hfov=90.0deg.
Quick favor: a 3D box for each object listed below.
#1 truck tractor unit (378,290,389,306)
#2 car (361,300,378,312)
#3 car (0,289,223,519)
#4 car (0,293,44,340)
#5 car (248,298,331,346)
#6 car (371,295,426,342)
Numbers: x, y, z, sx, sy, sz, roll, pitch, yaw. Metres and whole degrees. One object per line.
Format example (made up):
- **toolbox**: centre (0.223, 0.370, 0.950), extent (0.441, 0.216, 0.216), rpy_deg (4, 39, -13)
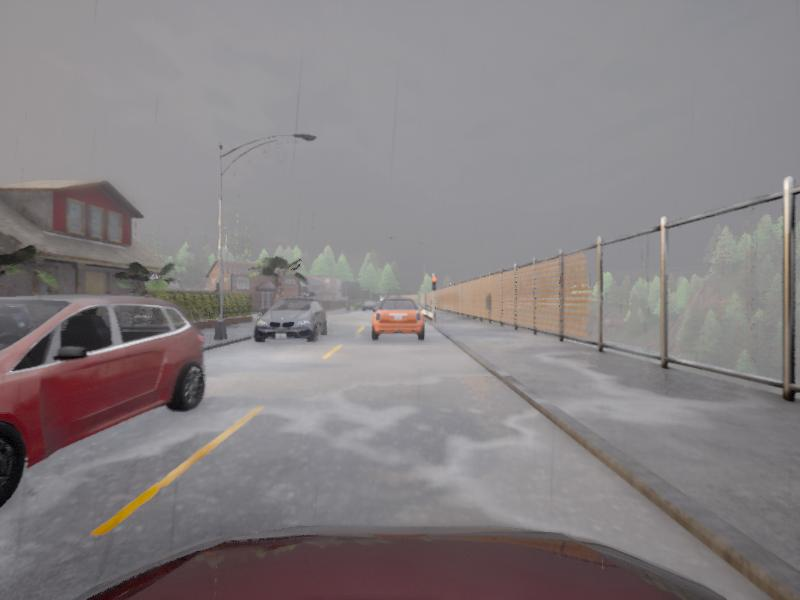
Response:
- **truck tractor unit**: centre (-4.665, -0.543, 113.876), extent (3.053, 4.208, 6.516), rpy_deg (0, -1, -1)
- **car**: centre (-4.095, 0.814, 54.322), extent (1.882, 1.535, 5.008), rpy_deg (0, 0, 0)
- **car**: centre (-4.028, 0.757, 4.306), extent (2.242, 1.667, 4.611), rpy_deg (0, 0, 0)
- **car**: centre (-14.575, 0.516, 13.367), extent (3.633, 1.501, 1.845), rpy_deg (0, 0, -3)
- **car**: centre (-4.231, 0.755, 16.232), extent (2.242, 1.667, 4.611), rpy_deg (0, 0, -2)
- **car**: centre (-0.054, 0.692, 17.407), extent (2.097, 1.767, 4.553), rpy_deg (0, 0, 0)
